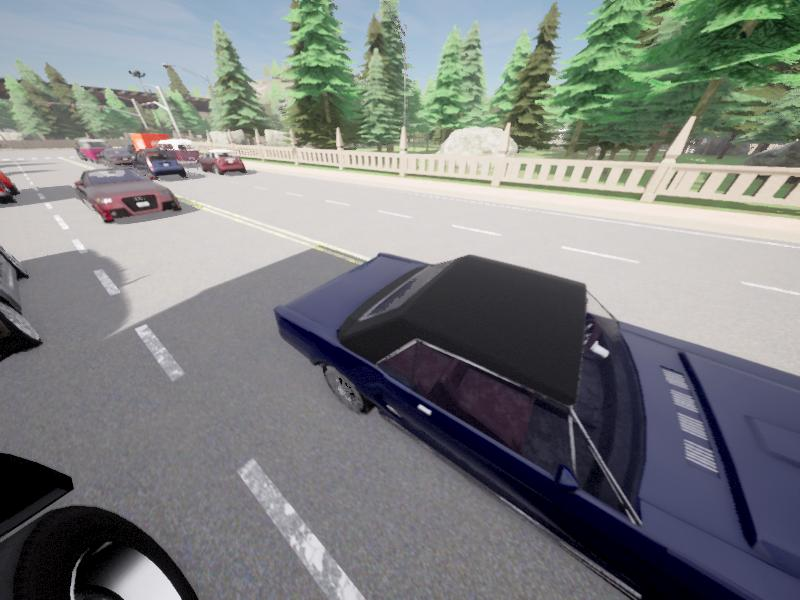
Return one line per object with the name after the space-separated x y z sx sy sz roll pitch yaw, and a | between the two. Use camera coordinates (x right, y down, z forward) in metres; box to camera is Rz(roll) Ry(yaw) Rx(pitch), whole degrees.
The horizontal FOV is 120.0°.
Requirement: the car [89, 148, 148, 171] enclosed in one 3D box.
-24.358 -12.239 19.953 5.357 1.411 2.033 22 41 28 | car

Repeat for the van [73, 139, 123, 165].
-30.176 -14.843 23.102 4.442 1.987 1.775 22 41 28 | van

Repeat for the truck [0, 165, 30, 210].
-17.492 -4.974 8.730 5.204 2.467 2.627 22 41 28 | truck

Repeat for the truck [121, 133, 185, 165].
-25.147 -15.461 23.591 5.204 2.467 2.627 22 41 28 | truck

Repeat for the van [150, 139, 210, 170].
-19.466 -12.975 20.468 4.480 2.038 2.069 22 41 28 | van

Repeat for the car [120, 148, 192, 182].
-15.881 -8.883 15.051 3.988 1.617 1.851 22 41 28 | car

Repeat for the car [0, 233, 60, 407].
-6.542 -0.179 2.725 5.238 1.638 1.930 22 41 28 | car

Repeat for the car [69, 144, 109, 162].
-34.896 -16.584 25.921 3.705 1.549 1.789 22 41 28 | car

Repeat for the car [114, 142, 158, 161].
-31.294 -17.610 27.338 4.856 1.649 2.033 22 41 28 | car

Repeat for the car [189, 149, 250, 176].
-13.397 -10.279 17.165 3.806 1.475 1.970 22 41 28 | car

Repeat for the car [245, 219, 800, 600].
1.098 0.603 1.950 4.718 1.301 1.895 22 41 28 | car

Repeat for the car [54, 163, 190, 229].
-9.726 -3.824 8.109 4.181 1.385 1.994 22 41 28 | car
